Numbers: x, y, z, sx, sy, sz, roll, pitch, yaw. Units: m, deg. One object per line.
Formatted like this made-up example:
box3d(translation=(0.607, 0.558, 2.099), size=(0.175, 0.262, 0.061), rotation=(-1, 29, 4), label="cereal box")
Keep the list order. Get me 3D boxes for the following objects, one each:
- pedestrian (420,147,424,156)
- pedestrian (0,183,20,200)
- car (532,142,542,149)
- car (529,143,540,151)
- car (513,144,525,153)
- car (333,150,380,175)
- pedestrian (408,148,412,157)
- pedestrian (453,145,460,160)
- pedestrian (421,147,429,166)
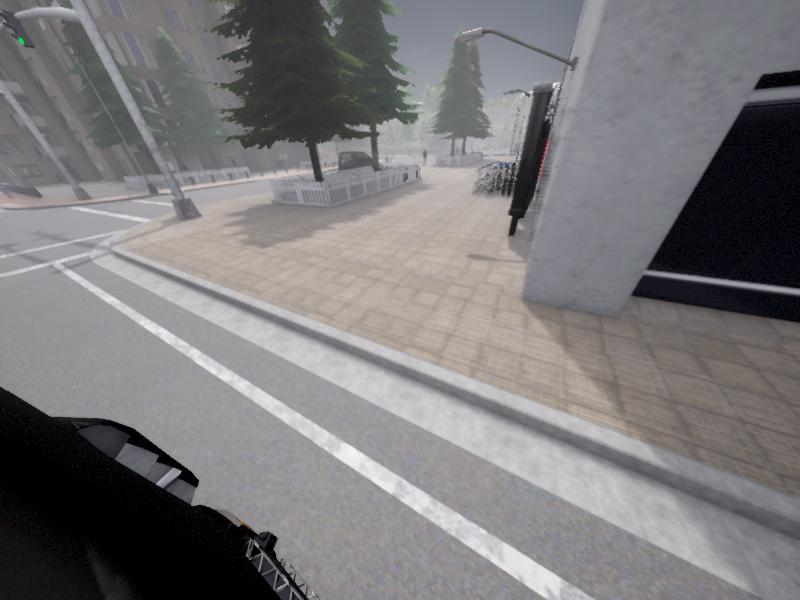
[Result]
box3d(translation=(5.436, -36.982, 57.429), size=(0.751, 1.860, 0.751), rotation=(17, 38, 27), label="pedestrian")
box3d(translation=(-29.943, -8.254, 17.569), size=(0.500, 1.100, 0.500), rotation=(13, 37, 23), label="pedestrian")
box3d(translation=(41.636, -46.925, 69.985), size=(2.152, 1.636, 5.027), rotation=(14, 37, 24), label="car")
box3d(translation=(32.950, -37.451, 56.449), size=(1.970, 1.475, 3.806), rotation=(14, 37, 24), label="car")
box3d(translation=(26.902, -34.354, 52.232), size=(1.845, 1.501, 3.633), rotation=(14, 37, 24), label="car")
box3d(translation=(-4.753, -15.754, 26.366), size=(2.150, 2.045, 5.566), rotation=(14, 36, 23), label="car")
box3d(translation=(2.396, -34.595, 54.147), size=(0.751, 1.860, 0.751), rotation=(4, 34, 10), label="pedestrian")
box3d(translation=(8.738, -22.961, 36.021), size=(0.751, 1.860, 0.751), rotation=(-4, 33, -2), label="pedestrian")
box3d(translation=(3.091, -17.836, 28.733), size=(0.751, 1.860, 0.751), rotation=(-16, 35, -18), label="pedestrian")
